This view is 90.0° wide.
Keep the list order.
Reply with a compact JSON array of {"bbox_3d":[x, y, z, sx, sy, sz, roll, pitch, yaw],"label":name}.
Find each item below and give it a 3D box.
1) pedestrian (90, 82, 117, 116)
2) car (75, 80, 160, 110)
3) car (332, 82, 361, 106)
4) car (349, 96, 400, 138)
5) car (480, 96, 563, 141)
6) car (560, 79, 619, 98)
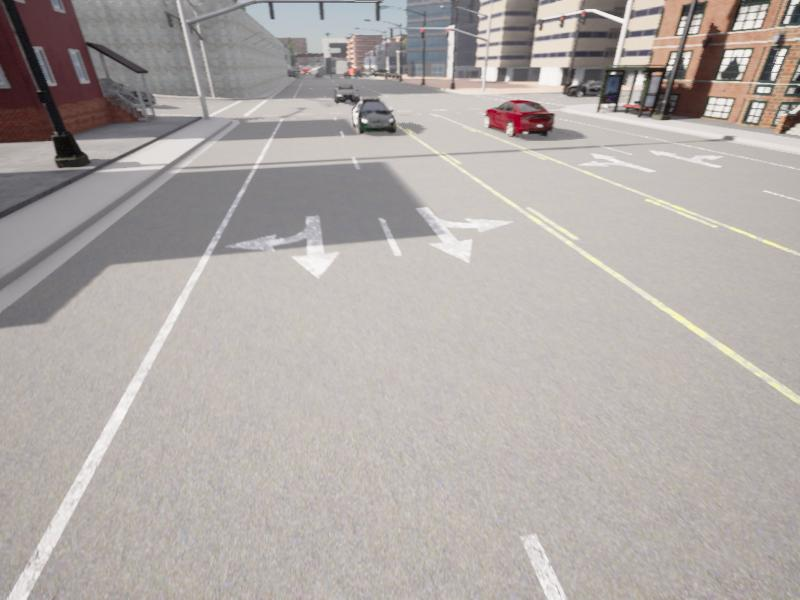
[{"bbox_3d":[-18.942,-12.878,25.604,0.751,1.860,0.751,-11,32,-18],"label":"pedestrian"},{"bbox_3d":[-22.196,-16.265,31.725,4.856,1.649,2.033,-2,30,-12],"label":"car"},{"bbox_3d":[-5.064,-19.441,37.645,2.242,1.667,4.611,-6,31,-9],"label":"car"},{"bbox_3d":[-1.468,-9.926,21.471,2.038,1.542,4.974,-6,31,-9],"label":"car"},{"bbox_3d":[5.918,-9.302,20.256,1.882,1.535,5.008,-6,31,-9],"label":"car"},{"bbox_3d":[19.782,-22.183,41.887,5.238,1.638,1.930,-6,31,-9],"label":"car"}]
